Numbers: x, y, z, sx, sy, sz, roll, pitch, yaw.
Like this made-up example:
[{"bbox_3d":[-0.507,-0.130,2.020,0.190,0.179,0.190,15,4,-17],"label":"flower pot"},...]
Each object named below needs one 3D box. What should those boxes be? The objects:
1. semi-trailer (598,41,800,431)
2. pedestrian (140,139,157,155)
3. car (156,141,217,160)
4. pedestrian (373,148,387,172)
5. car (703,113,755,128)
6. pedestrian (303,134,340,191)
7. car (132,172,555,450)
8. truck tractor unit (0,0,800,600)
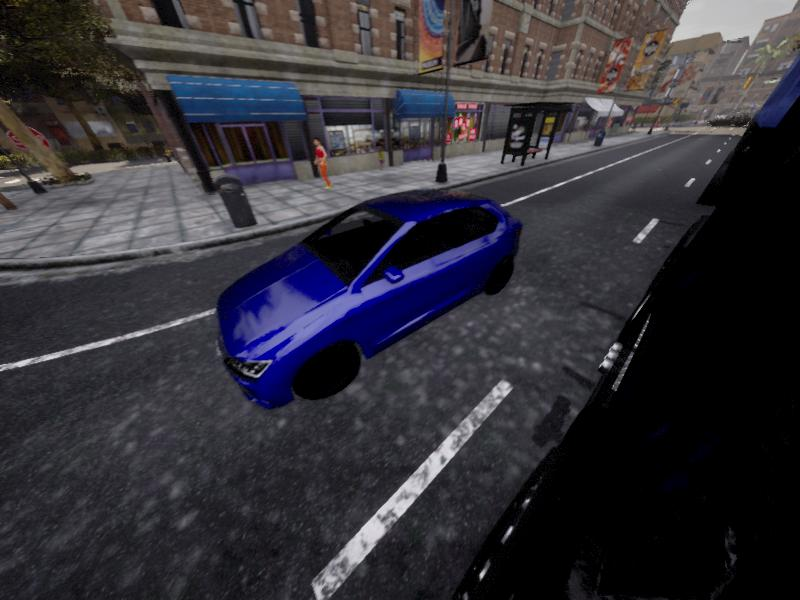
[{"bbox_3d":[8.698,-3.601,4.236,14.254,4.402,2.717,-28,44,-30],"label":"semi-trailer"},{"bbox_3d":[-35.545,-21.616,32.670,0.751,1.860,0.751,-27,43,-29],"label":"pedestrian"},{"bbox_3d":[-26.664,-18.895,29.051,5.366,1.575,1.801,-28,44,-30],"label":"car"},{"bbox_3d":[-1.131,-7.908,13.021,0.500,1.100,0.500,-27,43,-29],"label":"pedestrian"},{"bbox_3d":[56.910,-31.067,40.110,1.932,1.855,4.605,-12,38,-13],"label":"car"},{"bbox_3d":[-3.122,-5.497,9.292,0.751,1.860,0.751,-29,44,-30],"label":"pedestrian"},{"bbox_3d":[-0.133,-0.526,3.111,4.193,1.474,1.816,-26,43,-28],"label":"car"},{"bbox_3d":[2.645,-0.295,0.351,6.516,4.208,3.053,-28,44,-30],"label":"truck tractor unit"}]
